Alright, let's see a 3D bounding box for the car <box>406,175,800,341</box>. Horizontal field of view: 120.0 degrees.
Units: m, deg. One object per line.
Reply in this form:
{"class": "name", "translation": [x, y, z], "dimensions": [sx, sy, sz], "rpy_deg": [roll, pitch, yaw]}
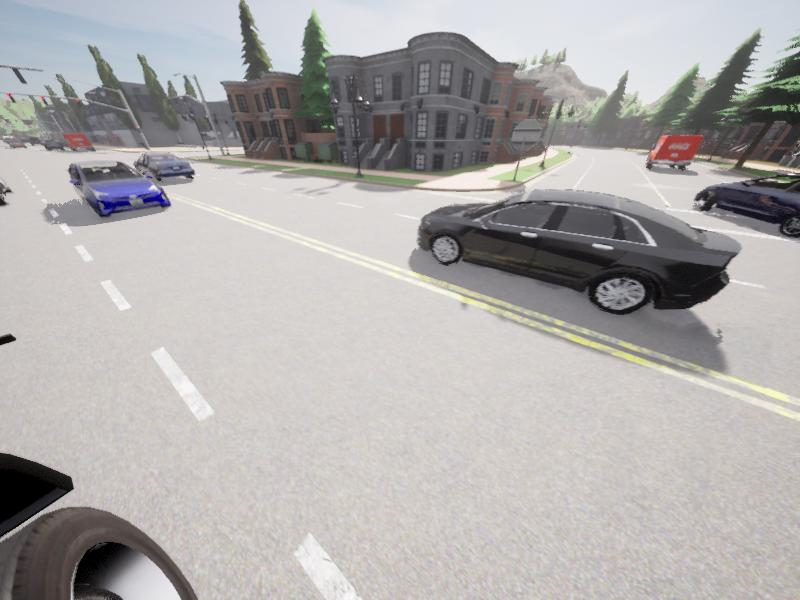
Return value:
{"class": "car", "translation": [2.670, -1.298, 4.476], "dimensions": [4.892, 1.490, 1.837], "rpy_deg": [22, 41, 28]}

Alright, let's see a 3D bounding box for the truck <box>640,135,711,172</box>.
{"class": "truck", "translation": [24.218, -13.241, 20.682], "dimensions": [2.627, 2.467, 5.204], "rpy_deg": [23, 41, 29]}

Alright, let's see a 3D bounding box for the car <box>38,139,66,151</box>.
{"class": "car", "translation": [-63.965, -28.509, 42.445], "dimensions": [4.856, 1.649, 2.033], "rpy_deg": [22, 41, 28]}

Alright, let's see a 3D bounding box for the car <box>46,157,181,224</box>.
{"class": "car", "translation": [-10.554, -4.236, 8.515], "dimensions": [4.514, 1.525, 2.007], "rpy_deg": [22, 41, 28]}

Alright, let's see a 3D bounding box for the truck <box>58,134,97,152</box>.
{"class": "truck", "translation": [-55.711, -27.205, 39.940], "dimensions": [5.204, 2.467, 2.627], "rpy_deg": [22, 41, 28]}

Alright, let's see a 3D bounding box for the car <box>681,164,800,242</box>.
{"class": "car", "translation": [11.981, -3.139, 7.155], "dimensions": [1.816, 1.474, 4.193], "rpy_deg": [5, 36, 8]}

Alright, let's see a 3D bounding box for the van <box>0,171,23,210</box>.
{"class": "van", "translation": [-17.712, -5.059, 8.845], "dimensions": [6.366, 2.431, 2.351], "rpy_deg": [22, 41, 28]}

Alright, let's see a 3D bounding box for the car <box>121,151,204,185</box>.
{"class": "car", "translation": [-15.073, -8.488, 14.629], "dimensions": [5.357, 1.411, 2.033], "rpy_deg": [22, 41, 28]}
